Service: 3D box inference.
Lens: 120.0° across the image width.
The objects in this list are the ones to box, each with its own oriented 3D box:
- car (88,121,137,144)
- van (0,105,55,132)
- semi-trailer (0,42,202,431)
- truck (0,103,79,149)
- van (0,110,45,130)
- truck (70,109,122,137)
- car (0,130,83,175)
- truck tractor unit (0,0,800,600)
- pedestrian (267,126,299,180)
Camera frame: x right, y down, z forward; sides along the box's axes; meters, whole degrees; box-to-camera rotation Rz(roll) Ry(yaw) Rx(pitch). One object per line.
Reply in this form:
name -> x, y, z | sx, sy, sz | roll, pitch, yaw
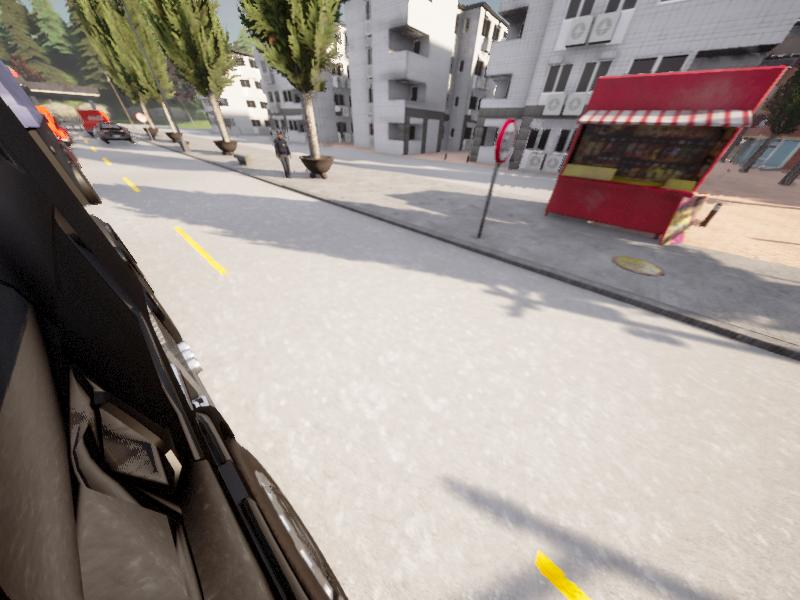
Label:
car -> -27.259, -15.865, 21.873 | 4.974, 1.542, 2.038 | 28, 44, 31
van -> -48.008, -22.130, 28.171 | 5.915, 2.561, 1.988 | -11, 37, -17
semi-trailer -> -8.721, -3.586, 4.212 | 14.254, 4.402, 2.717 | 28, 44, 30
truck -> -27.590, -13.264, 17.594 | 5.204, 2.467, 2.627 | 30, 45, 30
van -> -51.718, -23.720, 30.485 | 4.480, 2.038, 2.069 | -12, 38, -18
truck -> -36.332, -21.191, 27.656 | 5.204, 2.467, 2.627 | 28, 44, 30
car -> -17.204, -7.130, 10.974 | 4.181, 1.385, 1.994 | 29, 44, 31
truck tractor unit -> -2.645, -0.295, 0.351 | 6.516, 4.208, 3.053 | 28, 44, 30
pedestrian -> -4.989, -6.266, 9.915 | 0.751, 1.860, 0.751 | -15, 40, -22
